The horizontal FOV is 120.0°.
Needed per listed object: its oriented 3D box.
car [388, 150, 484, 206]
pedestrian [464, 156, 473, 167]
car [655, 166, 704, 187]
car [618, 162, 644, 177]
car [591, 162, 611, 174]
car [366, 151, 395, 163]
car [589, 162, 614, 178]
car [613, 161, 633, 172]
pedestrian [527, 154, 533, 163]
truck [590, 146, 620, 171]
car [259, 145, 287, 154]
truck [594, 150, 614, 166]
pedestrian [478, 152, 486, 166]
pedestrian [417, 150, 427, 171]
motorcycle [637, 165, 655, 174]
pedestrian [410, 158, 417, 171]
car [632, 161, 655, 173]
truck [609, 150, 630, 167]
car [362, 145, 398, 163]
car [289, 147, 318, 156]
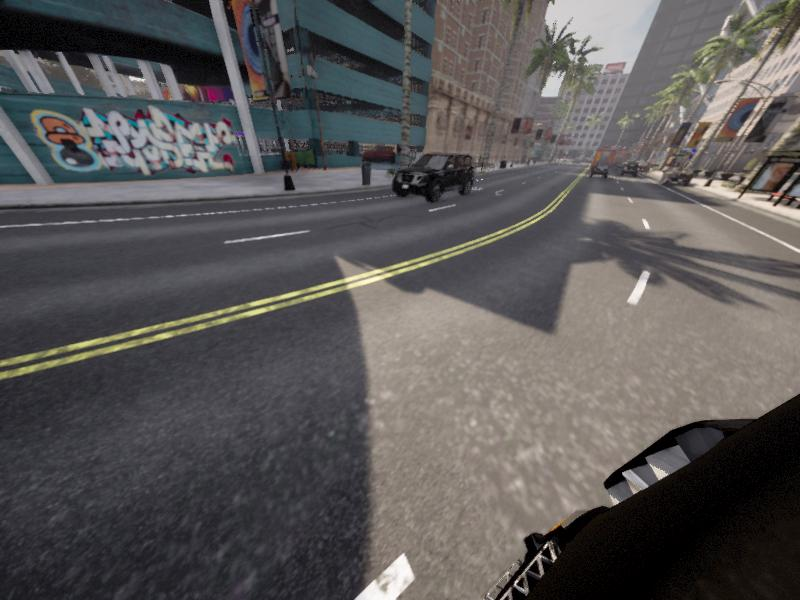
[{"bbox_3d":[2.046,-6.604,12.256,2.150,2.045,5.566,27,40,32],"label":"car"},{"bbox_3d":[10.353,-21.016,35.004,0.751,1.300,0.751,24,39,29],"label":"pedestrian"},{"bbox_3d":[29.458,-13.191,24.571,2.231,1.521,4.892,24,39,29],"label":"car"},{"bbox_3d":[33.775,-19.188,33.882,1.851,1.617,3.988,24,39,29],"label":"car"},{"bbox_3d":[32.767,-21.623,37.718,1.994,1.385,4.181,24,39,29],"label":"car"},{"bbox_3d":[-3.043,-22.359,36.119,2.007,1.523,4.514,24,39,29],"label":"car"},{"bbox_3d":[25.447,-16.449,29.207,1.789,1.549,3.705,24,39,29],"label":"car"},{"bbox_3d":[43.024,-25.788,44.599,2.128,1.511,4.902,24,39,29],"label":"car"},{"bbox_3d":[34.182,-37.325,60.826,0.751,1.860,0.751,18,36,22],"label":"pedestrian"},{"bbox_3d":[40.246,-27.978,45.623,2.891,3.827,8.468,24,39,29],"label":"truck"},{"bbox_3d":[-27.515,-32.783,50.214,2.161,1.482,4.786,24,39,29],"label":"car"},{"bbox_3d":[59.706,-41.665,67.676,2.891,3.827,8.468,24,39,29],"label":"truck"},{"bbox_3d":[13.751,-23.655,38.724,0.751,1.860,0.751,24,39,29],"label":"pedestrian"},{"bbox_3d":[2.344,-14.987,24.817,0.751,1.860,0.751,16,36,19],"label":"pedestrian"},{"bbox_3d":[42.382,-22.471,39.795,2.356,1.277,0.764,-12,36,-21],"label":"motorcycle"},{"bbox_3d":[1.477,-14.548,24.782,0.500,1.100,0.500,21,38,25],"label":"pedestrian"},{"bbox_3d":[46.871,-25.782,44.601,2.185,1.767,4.553,24,39,29],"label":"car"},{"bbox_3d":[62.520,-40.431,66.000,2.891,3.827,8.468,24,39,29],"label":"truck"},{"bbox_3d":[-3.063,-22.661,35.863,2.435,2.045,5.566,24,39,29],"label":"car"},{"bbox_3d":[-18.441,-28.472,44.398,1.895,1.301,4.718,24,39,29],"label":"car"}]
